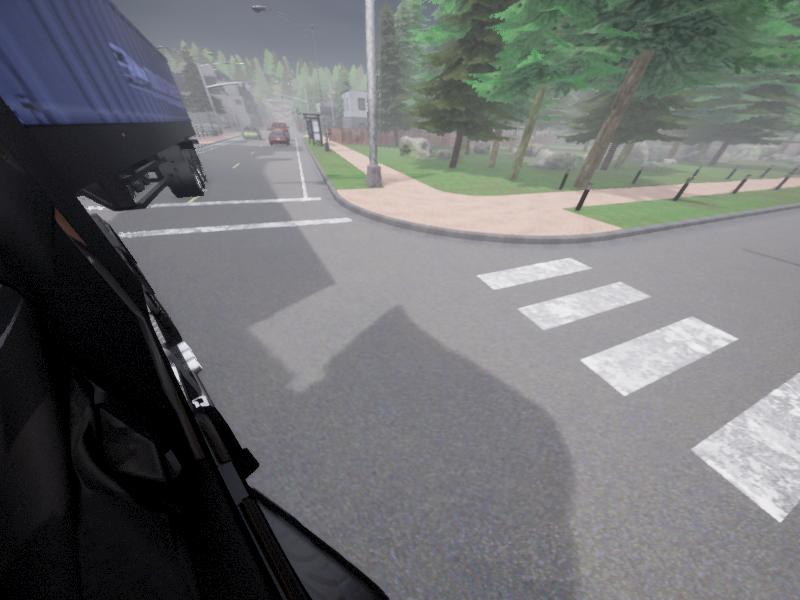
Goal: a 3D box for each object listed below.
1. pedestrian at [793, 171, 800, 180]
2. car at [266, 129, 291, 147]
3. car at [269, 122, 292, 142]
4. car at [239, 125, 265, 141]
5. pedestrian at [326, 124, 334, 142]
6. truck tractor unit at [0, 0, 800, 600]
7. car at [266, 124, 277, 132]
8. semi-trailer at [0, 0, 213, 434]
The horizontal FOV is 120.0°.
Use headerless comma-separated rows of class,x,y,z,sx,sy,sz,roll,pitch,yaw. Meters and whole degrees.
pedestrian,29.953,-9.467,16.762,0.751,1.300,0.751,-11,39,-17
car,-13.517,-18.181,25.840,1.994,1.385,4.181,-11,39,-17
car,-16.253,-23.048,31.574,2.150,2.045,5.566,-11,39,-17
car,-19.331,-21.918,30.308,2.007,1.525,4.514,-11,39,-17
pedestrian,-9.555,-22.770,31.494,0.751,1.860,0.751,-10,39,-17
truck tractor unit,-2.645,-0.295,0.351,6.516,4.208,3.053,28,44,30
car,-31.910,-42.825,57.448,1.994,1.385,4.181,-11,39,-17
semi-trailer,-7.167,-4.344,5.296,2.717,4.402,14.254,-18,42,-25
